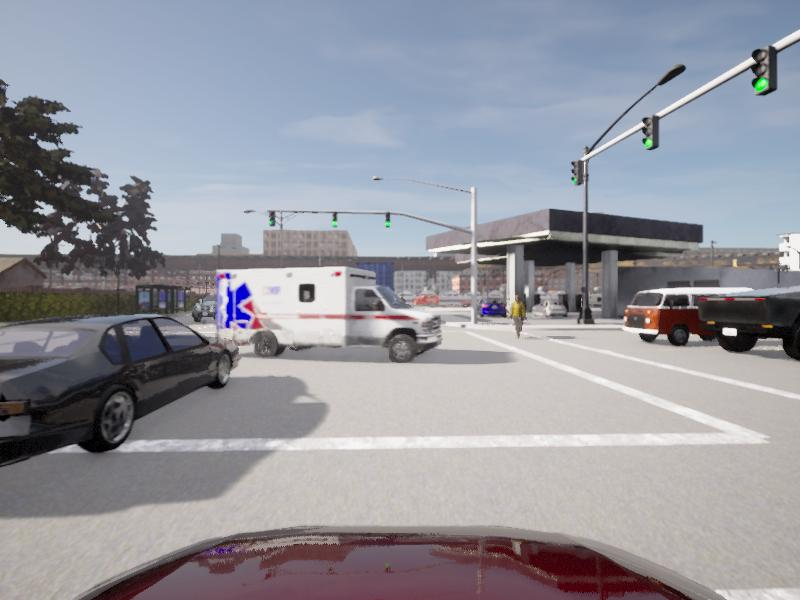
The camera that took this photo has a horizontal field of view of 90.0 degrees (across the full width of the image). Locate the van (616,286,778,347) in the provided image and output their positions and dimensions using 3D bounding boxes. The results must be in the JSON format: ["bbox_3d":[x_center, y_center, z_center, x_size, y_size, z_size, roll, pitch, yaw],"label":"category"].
[{"bbox_3d":[10.655,0.567,14.586,4.480,2.038,2.069,0,0,-5],"label":"van"}]

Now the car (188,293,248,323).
[{"bbox_3d":[-13.380,0.555,29.865,2.150,2.045,5.566,0,0,-3],"label":"car"}]

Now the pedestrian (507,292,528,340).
[{"bbox_3d":[4.709,0.632,16.039,0.751,1.860,0.751,0,0,10],"label":"pedestrian"}]

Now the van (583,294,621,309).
[{"bbox_3d":[37.093,0.298,73.657,5.915,2.561,1.988,0,0,11],"label":"van"}]

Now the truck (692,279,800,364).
[{"bbox_3d":[12.178,0.538,11.324,6.274,2.098,2.390,0,0,-5],"label":"truck"}]

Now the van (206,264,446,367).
[{"bbox_3d":[-2.037,0.373,11.425,6.366,2.431,2.351,0,0,16],"label":"van"}]

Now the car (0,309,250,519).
[{"bbox_3d":[-3.962,0.892,5.537,2.033,1.411,5.357,0,0,-3],"label":"car"}]

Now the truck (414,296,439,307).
[{"bbox_3d":[5.784,0.326,87.528,5.204,2.467,2.627,0,0,-3],"label":"truck"}]

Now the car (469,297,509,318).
[{"bbox_3d":[7.593,0.626,34.642,2.242,1.667,4.611,0,0,-3],"label":"car"}]

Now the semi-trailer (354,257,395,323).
[{"bbox_3d":[-2.079,-0.632,33.753,2.717,4.402,14.254,0,0,-3],"label":"semi-trailer"}]

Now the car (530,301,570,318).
[{"bbox_3d":[13.284,0.786,35.733,1.970,1.475,3.806,0,0,-3],"label":"car"}]

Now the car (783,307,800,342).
[{"bbox_3d":[17.564,0.940,15.052,4.718,1.301,1.895,0,0,-4],"label":"car"}]
